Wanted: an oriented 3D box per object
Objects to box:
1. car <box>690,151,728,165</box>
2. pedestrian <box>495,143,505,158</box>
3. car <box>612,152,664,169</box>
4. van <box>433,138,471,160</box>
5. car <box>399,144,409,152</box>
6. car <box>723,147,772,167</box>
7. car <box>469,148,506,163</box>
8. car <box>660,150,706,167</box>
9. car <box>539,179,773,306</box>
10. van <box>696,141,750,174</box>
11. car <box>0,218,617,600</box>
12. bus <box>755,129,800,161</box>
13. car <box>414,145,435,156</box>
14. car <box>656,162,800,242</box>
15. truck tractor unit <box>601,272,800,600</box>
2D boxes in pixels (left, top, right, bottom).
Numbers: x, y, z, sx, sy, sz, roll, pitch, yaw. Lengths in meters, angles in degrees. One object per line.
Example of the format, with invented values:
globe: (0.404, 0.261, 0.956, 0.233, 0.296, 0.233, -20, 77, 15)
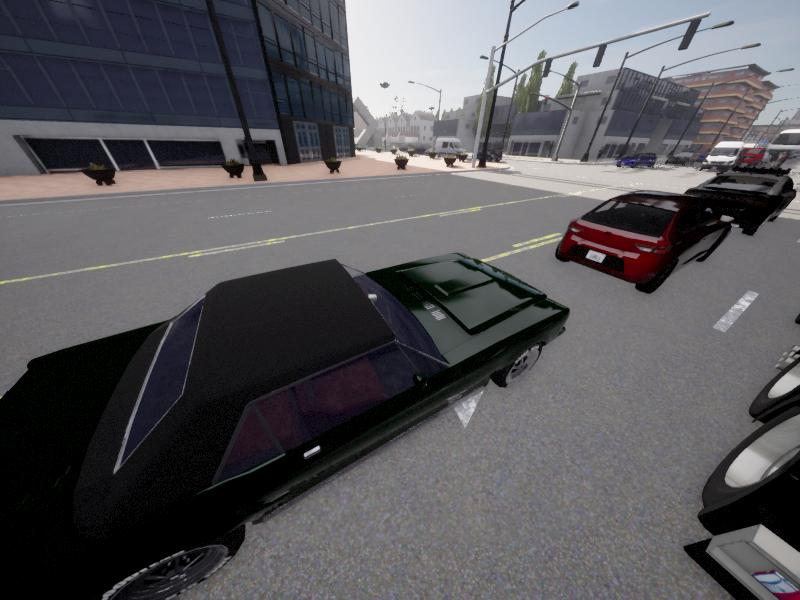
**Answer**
car: (44.967, -20.720, 33.566, 5.008, 1.535, 1.882, -17, 38, -24)
pedestrian: (15.766, -23.679, 36.572, 0.751, 1.860, 0.751, -18, 39, -25)
car: (26.060, -15.308, 25.324, 4.193, 1.474, 1.816, -10, 36, -15)
van: (7.760, -23.165, 35.290, 1.988, 2.561, 5.915, -17, 38, -24)
car: (0.913, -37.846, 57.500, 2.033, 1.411, 5.357, 0, 34, -2)
car: (46.054, -18.980, 30.619, 5.566, 2.045, 2.150, -17, 39, -24)
car: (11.381, -18.976, 30.232, 1.816, 1.474, 4.193, -17, 38, -24)
car: (35.752, -17.894, 29.181, 5.238, 1.638, 1.930, -17, 39, -24)
car: (5.384, -1.535, 4.957, 4.193, 1.474, 1.816, -18, 39, -24)
van: (32.680, -14.562, 23.488, 5.915, 2.561, 1.988, -25, 42, -33)
car: (-0.486, 0.415, 2.264, 4.718, 1.301, 1.895, -18, 39, -24)
bus: (67.598, -26.847, 39.815, 10.273, 4.253, 3.944, -18, 39, -24)
car: (4.271, -26.254, 40.578, 1.845, 1.501, 3.633, -17, 39, -25)
car: (11.381, -3.492, 7.707, 5.238, 1.638, 1.930, -18, 39, -24)
truck tractor unit: (5.122, -0.289, 0.764, 6.516, 4.208, 3.053, -18, 39, -24)
